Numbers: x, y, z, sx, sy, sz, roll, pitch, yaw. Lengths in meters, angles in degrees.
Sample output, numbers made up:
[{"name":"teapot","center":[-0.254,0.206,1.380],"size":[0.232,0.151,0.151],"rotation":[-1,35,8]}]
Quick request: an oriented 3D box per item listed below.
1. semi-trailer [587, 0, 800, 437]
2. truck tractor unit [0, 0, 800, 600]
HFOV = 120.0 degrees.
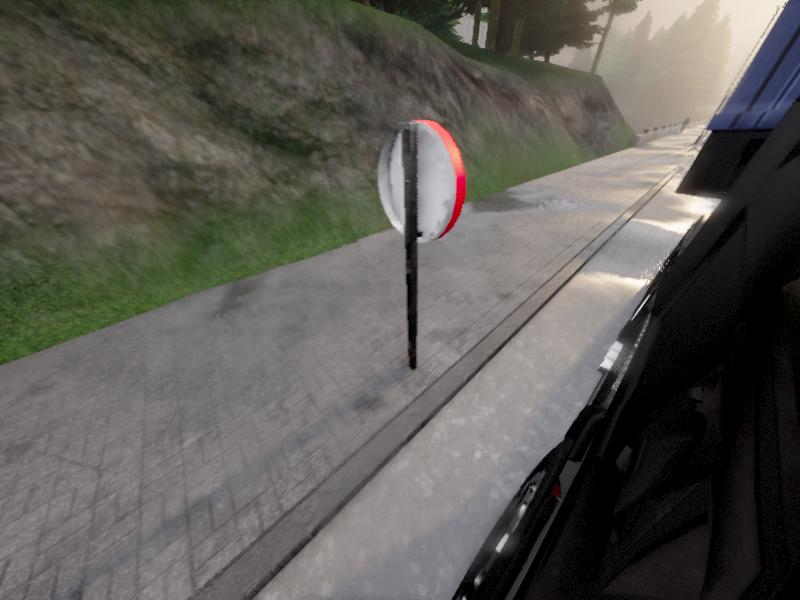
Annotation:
[{"name":"semi-trailer","center":[9.658,-2.679,2.936],"size":[14.254,4.402,2.717],"rotation":[-15,38,-16]},{"name":"truck tractor unit","center":[2.645,-0.295,0.352],"size":[6.516,4.208,3.053],"rotation":[-28,44,-30]}]
